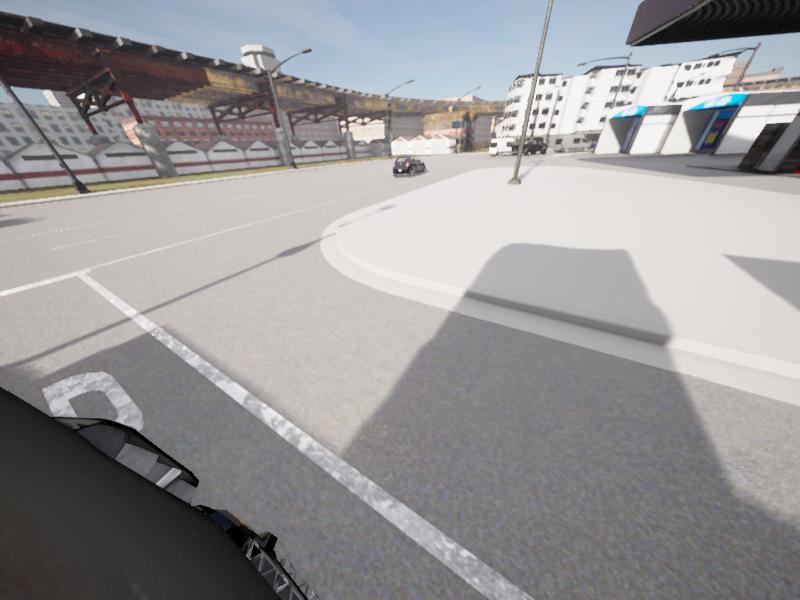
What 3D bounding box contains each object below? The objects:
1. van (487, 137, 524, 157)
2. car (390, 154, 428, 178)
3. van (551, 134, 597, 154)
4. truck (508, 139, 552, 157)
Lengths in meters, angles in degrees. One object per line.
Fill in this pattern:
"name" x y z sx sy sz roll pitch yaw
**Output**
"van" 18.323 -26.454 40.035 5.915 2.561 1.988 -18 36 -21
"car" 0.889 -11.832 20.320 1.845 1.501 3.633 16 38 26
"van" 29.488 -26.571 39.323 5.915 2.561 1.988 -7 34 -6
"truck" 21.361 -24.988 37.985 6.274 2.098 2.390 -16 36 -19
